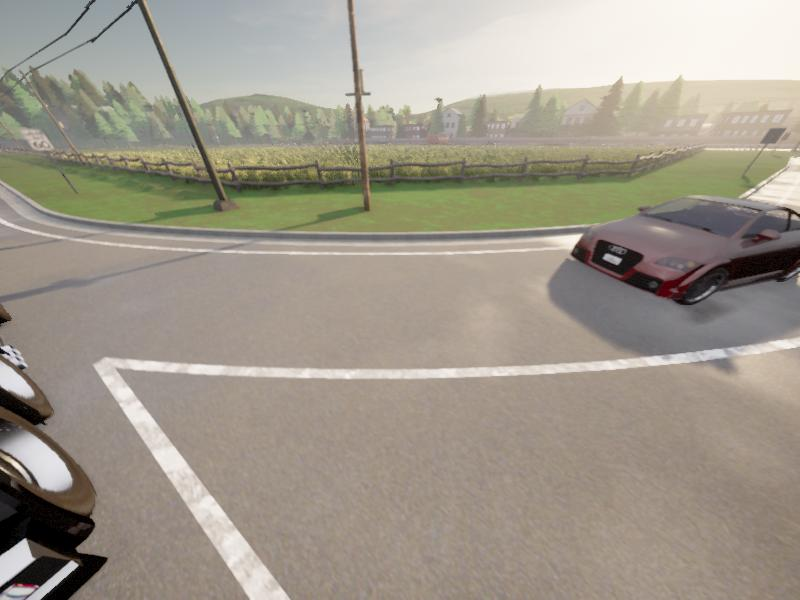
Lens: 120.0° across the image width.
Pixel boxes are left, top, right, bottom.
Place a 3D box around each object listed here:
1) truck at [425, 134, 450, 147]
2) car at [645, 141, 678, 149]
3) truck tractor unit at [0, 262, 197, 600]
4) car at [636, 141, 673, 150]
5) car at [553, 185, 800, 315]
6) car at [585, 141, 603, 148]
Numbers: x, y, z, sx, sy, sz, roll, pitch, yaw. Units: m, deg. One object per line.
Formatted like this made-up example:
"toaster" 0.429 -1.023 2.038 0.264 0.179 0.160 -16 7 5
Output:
"truck" 13.629 -58.284 84.259 8.468 3.827 2.891 19 39 26
"car" 64.899 -38.549 57.458 5.008 1.535 1.882 19 39 26
"truck tractor unit" -5.107 -0.305 0.784 6.516 4.208 3.053 19 39 24
"car" 58.914 -35.872 53.646 5.366 1.575 1.801 19 39 26
"car" 5.742 -1.204 4.479 4.181 1.385 1.994 -9 36 -12
"car" 55.977 -44.929 66.676 3.633 1.501 1.845 19 39 26
